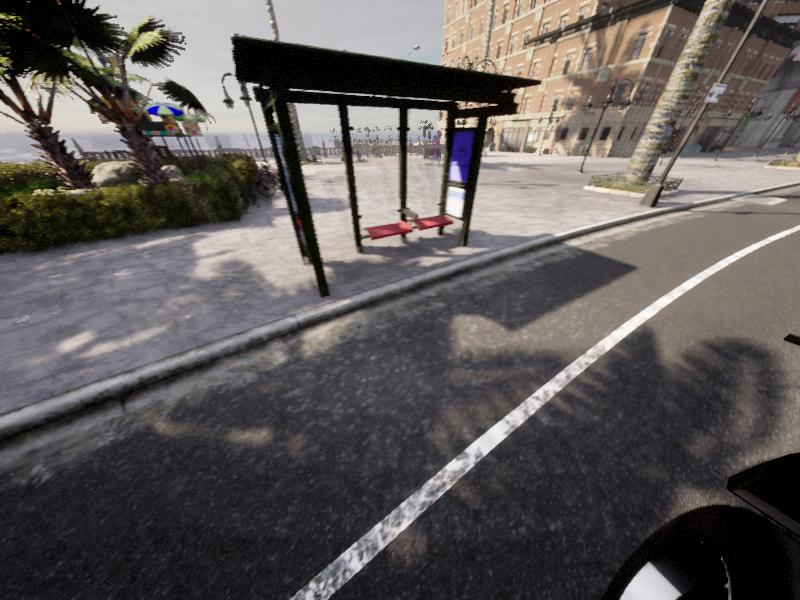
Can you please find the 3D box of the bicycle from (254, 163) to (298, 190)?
[{"bbox_3d":[-5.919,-5.936,11.112,1.643,1.024,0.373,-15,38,-20],"label":"bicycle"}]

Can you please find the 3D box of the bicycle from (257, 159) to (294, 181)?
[{"bbox_3d":[-7.171,-7.526,13.351,1.643,1.024,0.373,-15,38,-20],"label":"bicycle"}]

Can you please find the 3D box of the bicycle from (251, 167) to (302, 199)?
[{"bbox_3d":[-5.084,-4.876,9.620,1.643,1.024,0.373,-15,38,-20],"label":"bicycle"}]
